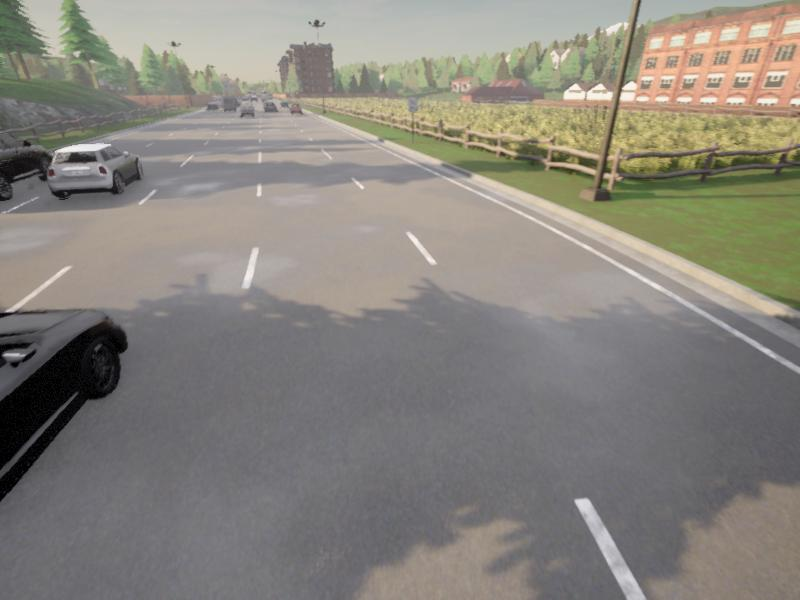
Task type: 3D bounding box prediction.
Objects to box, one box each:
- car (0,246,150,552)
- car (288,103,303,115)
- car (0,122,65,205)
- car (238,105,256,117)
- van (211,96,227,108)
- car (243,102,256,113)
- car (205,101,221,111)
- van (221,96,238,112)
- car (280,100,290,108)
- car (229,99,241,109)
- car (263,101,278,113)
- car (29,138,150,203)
[{"bbox_3d":[-3.940,1.039,2.986,1.816,1.474,4.193,-3,28,-6],"label":"car"},{"bbox_3d":[-16.249,-29.728,62.191,1.845,1.501,3.633,-8,29,-15],"label":"car"},{"bbox_3d":[-13.936,-4.599,13.326,2.150,2.045,5.566,-9,29,-16],"label":"car"},{"bbox_3d":[-22.177,-27.528,58.219,2.033,1.411,5.357,-8,29,-15],"label":"car"},{"bbox_3d":[-41.188,-45.142,91.183,2.351,2.431,6.366,-9,29,-15],"label":"van"},{"bbox_3d":[-25.903,-33.131,68.846,1.845,1.501,3.633,-9,29,-15],"label":"car"},{"bbox_3d":[-36.653,-38.135,78.520,1.930,1.638,5.238,-9,29,-15],"label":"car"},{"bbox_3d":[-31.486,-36.374,74.051,1.988,2.561,5.915,-9,29,-15],"label":"van"},{"bbox_3d":[-25.405,-43.170,88.213,1.837,1.490,4.892,-9,29,-15],"label":"car"},{"bbox_3d":[-36.788,-43.835,89.231,1.905,1.878,3.866,-9,29,-15],"label":"car"},{"bbox_3d":[-23.404,-34.848,72.153,2.242,1.667,4.611,-9,29,-15],"label":"car"},{"bbox_3d":[-10.580,-4.674,14.046,1.970,1.475,3.806,-8,28,-15],"label":"car"}]
